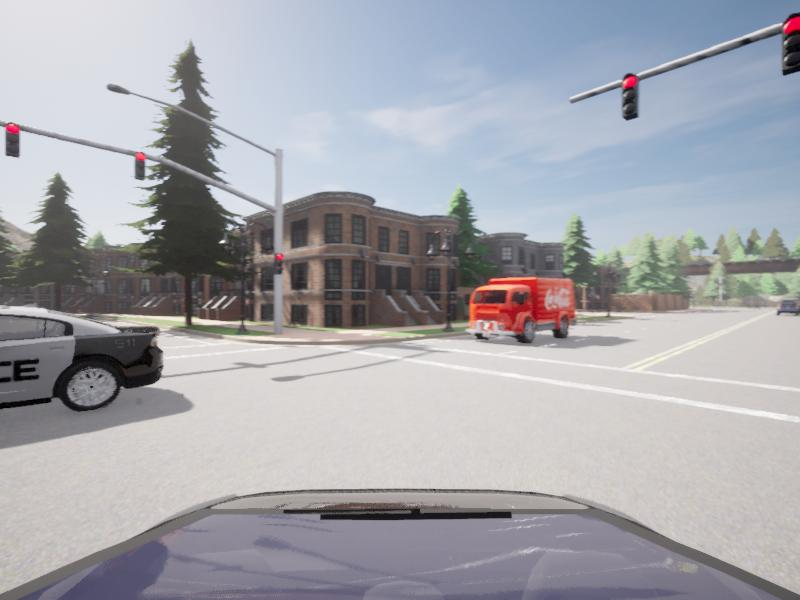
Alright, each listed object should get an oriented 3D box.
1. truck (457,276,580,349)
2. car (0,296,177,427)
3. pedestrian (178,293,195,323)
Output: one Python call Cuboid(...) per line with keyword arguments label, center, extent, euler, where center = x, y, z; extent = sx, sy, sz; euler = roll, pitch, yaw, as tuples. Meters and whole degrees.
Cuboid(label="truck", center=(4.968, 0.357, 16.266), extent=(5.204, 2.467, 2.627), euler=(-2, 1, -45))
Cuboid(label="car", center=(-6.105, 0.759, 5.234), extent=(5.238, 1.638, 1.930), euler=(1, 0, -45))
Cuboid(label="pedestrian", center=(-13.571, 0.470, 25.399), extent=(0.751, 1.860, 0.751), euler=(0, 0, 44))
